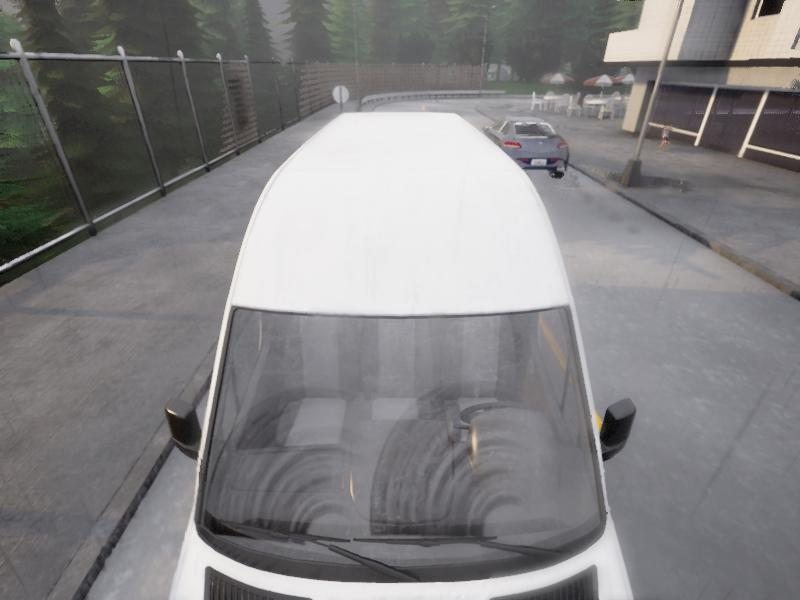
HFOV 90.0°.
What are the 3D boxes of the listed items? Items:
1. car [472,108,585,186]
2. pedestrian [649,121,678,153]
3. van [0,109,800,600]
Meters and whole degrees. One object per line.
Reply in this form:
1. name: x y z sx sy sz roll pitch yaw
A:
1. car: 3.985 -5.348 13.549 2.152 1.651 5.027 0 30 0
2. pedestrian: 10.253 -6.348 15.576 0.500 1.100 0.500 -18 35 -28
3. van: -0.004 0.042 3.429 1.988 2.561 5.915 0 30 0
